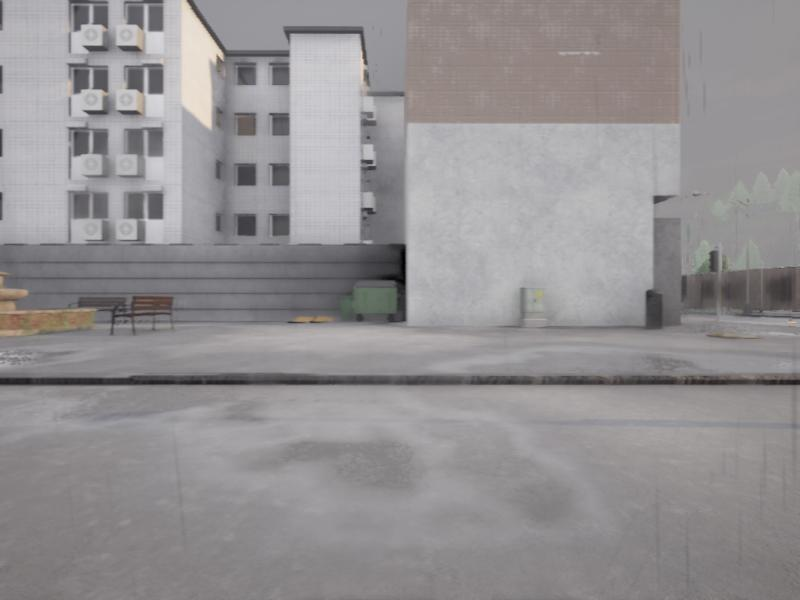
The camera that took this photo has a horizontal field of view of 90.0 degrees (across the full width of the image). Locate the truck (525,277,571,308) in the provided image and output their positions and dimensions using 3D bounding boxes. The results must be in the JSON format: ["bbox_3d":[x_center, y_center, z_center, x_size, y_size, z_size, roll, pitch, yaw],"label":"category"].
[{"bbox_3d":[19.347,-0.914,52.947,2.891,3.827,8.468,0,0,0],"label":"truck"}]
